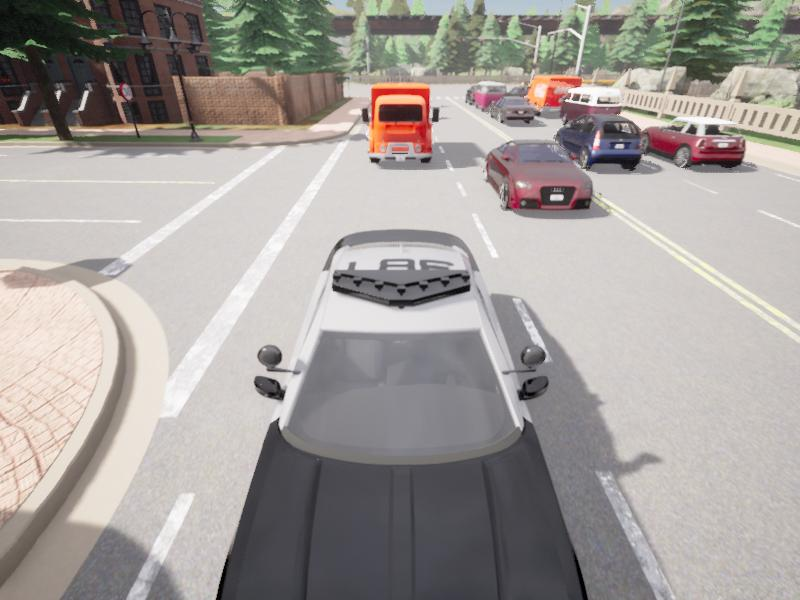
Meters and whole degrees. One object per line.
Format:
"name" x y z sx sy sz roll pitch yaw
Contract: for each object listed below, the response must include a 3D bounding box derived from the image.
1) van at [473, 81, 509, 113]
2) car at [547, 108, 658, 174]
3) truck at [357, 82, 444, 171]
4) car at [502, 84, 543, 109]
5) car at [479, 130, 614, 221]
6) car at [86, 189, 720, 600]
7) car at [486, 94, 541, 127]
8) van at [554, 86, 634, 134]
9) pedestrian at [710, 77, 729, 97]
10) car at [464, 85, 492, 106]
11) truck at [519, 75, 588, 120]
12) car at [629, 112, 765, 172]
"van" 7.026 -15.975 31.416 1.775 1.987 4.442 0 30 0
"car" 7.018 -5.834 14.422 1.851 1.617 3.988 0 30 0
"truck" 0.017 -6.713 15.069 2.627 2.467 5.204 0 30 0
"car" 10.527 -17.743 34.802 2.033 1.649 4.856 0 30 0
"car" 3.516 -3.450 10.575 1.994 1.385 4.181 0 30 0
"car" 0.010 0.565 3.426 1.930 1.638 5.238 0 30 0
"car" 7.025 -12.123 25.406 2.033 1.411 5.357 0 30 0
"van" 10.522 -10.645 22.229 2.069 2.038 4.480 0 30 0
"pedestrian" 34.132 -22.707 42.732 0.751 1.860 0.751 1 30 1
"car" 7.029 -18.694 36.502 1.789 1.549 3.705 0 30 0
"truck" 10.528 -14.325 28.112 2.627 2.467 5.204 0 30 0
"car" 10.518 -5.868 14.611 1.970 1.475 3.806 0 30 0
